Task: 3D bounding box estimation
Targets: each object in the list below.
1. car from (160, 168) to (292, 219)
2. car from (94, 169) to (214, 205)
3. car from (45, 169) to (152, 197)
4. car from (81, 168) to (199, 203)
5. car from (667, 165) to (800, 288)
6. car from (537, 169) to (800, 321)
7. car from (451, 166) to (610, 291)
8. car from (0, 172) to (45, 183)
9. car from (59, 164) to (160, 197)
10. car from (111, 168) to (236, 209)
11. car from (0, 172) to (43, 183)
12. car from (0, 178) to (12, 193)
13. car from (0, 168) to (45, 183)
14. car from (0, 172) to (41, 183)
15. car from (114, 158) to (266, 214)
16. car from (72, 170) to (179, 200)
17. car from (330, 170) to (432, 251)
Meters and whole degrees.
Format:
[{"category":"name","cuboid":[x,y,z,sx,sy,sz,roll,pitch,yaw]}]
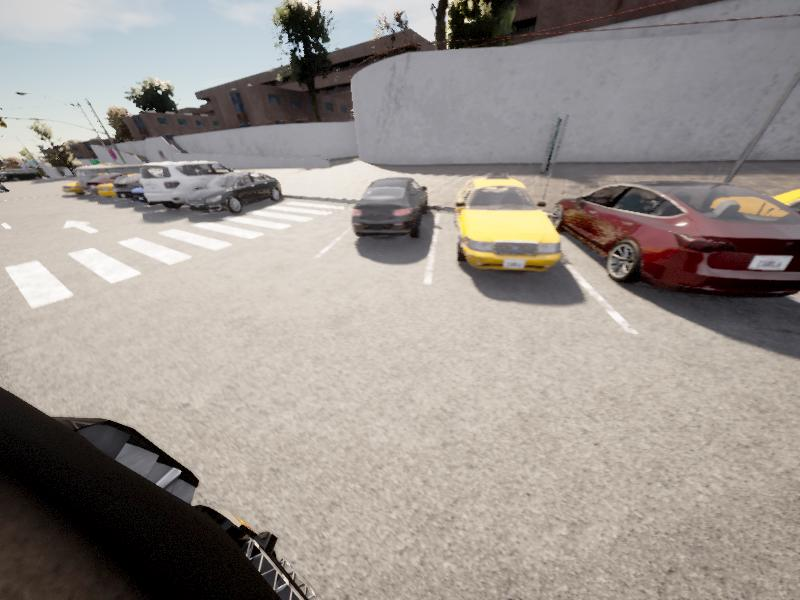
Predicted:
[{"category":"car","cuboid":[-7.887,-5.388,11.308,2.231,1.521,4.892,4,33,9]},{"category":"car","cuboid":[-15.631,-7.573,15.228,2.231,1.521,4.892,3,33,10]},{"category":"car","cuboid":[-25.966,-10.386,20.330,1.946,1.575,5.366,4,33,10]},{"category":"car","cuboid":[-18.175,-8.408,16.696,1.946,1.575,5.366,3,33,10]},{"category":"car","cuboid":[7.542,-0.851,3.320,1.946,1.575,5.366,4,33,9]},{"category":"car","cuboid":[4.997,-1.684,4.818,2.163,1.488,4.792,4,33,10]},{"category":"car","cuboid":[2.385,-2.339,5.925,1.946,1.575,5.366,4,33,9]},{"category":"car","cuboid":[-73.692,-23.894,44.842,2.002,1.452,4.674,2,33,11]},{"category":"car","cuboid":[-23.386,-9.884,18.952,1.878,1.987,4.442,4,33,10]},{"category":"car","cuboid":[-13.045,-6.851,13.924,2.097,1.535,5.008,4,33,10]},{"category":"car","cuboid":[-76.255,-24.563,46.195,2.002,1.452,4.674,3,33,10]},{"category":"car","cuboid":[-45.089,-12.671,25.330,3.633,1.501,1.845,17,38,25]},{"category":"car","cuboid":[-71.151,-23.391,43.256,1.878,1.987,4.442,3,33,10]},{"category":"car","cuboid":[-78.860,-25.166,47.366,1.946,1.575,5.366,3,33,10]},{"category":"car","cuboid":[-10.482,-6.346,12.499,2.435,2.045,5.566,4,33,10]},{"category":"car","cuboid":[-20.779,-9.022,17.898,2.163,1.488,4.792,3,33,10]},{"category":"car","cuboid":[-0.164,-3.141,7.402,2.002,1.452,4.674,4,33,10]}]
